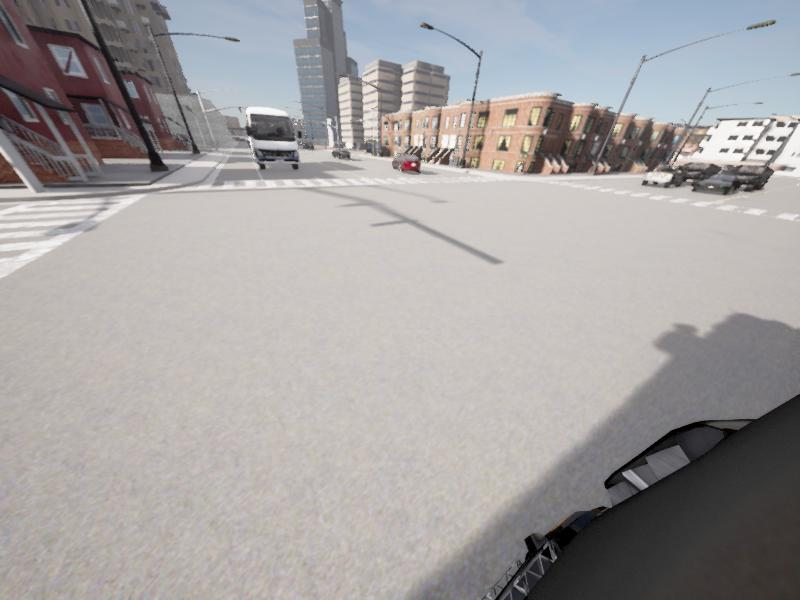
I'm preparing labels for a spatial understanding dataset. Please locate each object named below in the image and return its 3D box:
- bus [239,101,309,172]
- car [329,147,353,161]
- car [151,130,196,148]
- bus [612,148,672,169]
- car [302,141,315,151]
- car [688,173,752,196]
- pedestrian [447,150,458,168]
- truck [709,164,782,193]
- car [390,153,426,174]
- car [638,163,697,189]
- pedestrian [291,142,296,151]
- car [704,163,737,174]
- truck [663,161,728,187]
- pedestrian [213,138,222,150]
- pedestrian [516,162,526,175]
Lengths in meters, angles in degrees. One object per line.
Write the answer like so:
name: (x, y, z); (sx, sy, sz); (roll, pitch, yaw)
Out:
bus: (-11.940, -14.937, 21.544); (3.944, 4.253, 10.273); (-15, 38, -25)
car: (-9.153, -22.698, 35.843); (2.128, 1.511, 4.902); (-15, 38, -25)
car: (-43.207, -30.923, 44.394); (5.566, 2.045, 2.150); (-11, 36, -29)
bus: (68.024, -40.100, 65.351); (3.944, 4.253, 10.273); (-14, 37, -24)
car: (-26.619, -44.968, 67.359); (2.150, 2.045, 5.566); (-15, 38, -25)
car: (26.499, -9.621, 19.140); (4.181, 1.385, 1.994); (-15, 38, -25)
pedestrian: (6.441, -17.520, 28.660); (0.751, 1.860, 0.751); (-12, 37, -21)
truck: (33.237, -11.767, 22.213); (6.274, 2.098, 2.390); (-15, 38, -25)
car: (0.607, -13.811, 23.319); (2.163, 1.488, 4.792); (-7, 35, -15)
car: (24.983, -11.640, 21.587); (4.605, 1.855, 1.932); (-15, 38, -25)
pedestrian: (-27.079, -39.220, 58.837); (0.751, 1.860, 0.751); (-16, 38, -25)
car: (76.544, -31.453, 55.216); (1.905, 1.878, 3.866); (-3, 34, -9)
truck: (31.690, -13.569, 24.791); (6.274, 2.098, 2.390); (-15, 38, -25)
pedestrian: (-35.616, -30.440, 44.997); (0.751, 1.860, 0.751); (-13, 37, -22)
pedestrian: (12.610, -13.717, 24.136); (0.500, 1.100, 0.500); (3, 34, 0)
